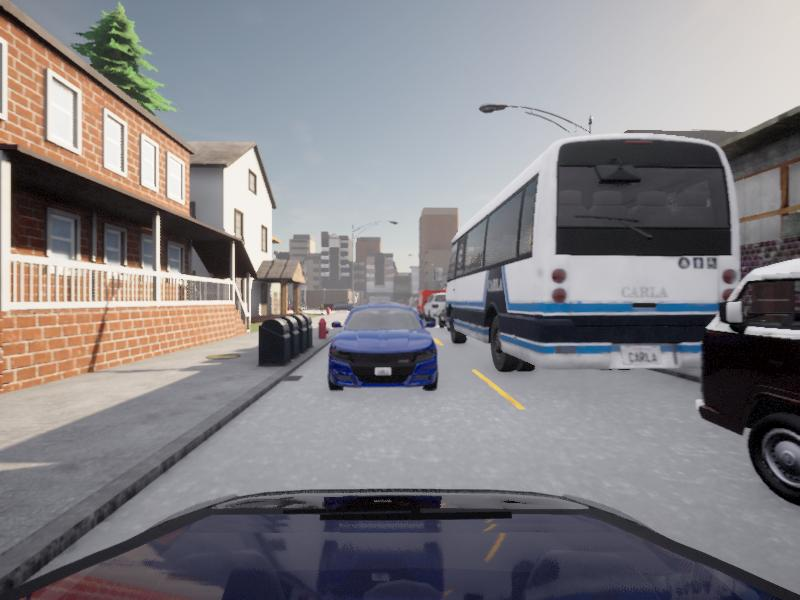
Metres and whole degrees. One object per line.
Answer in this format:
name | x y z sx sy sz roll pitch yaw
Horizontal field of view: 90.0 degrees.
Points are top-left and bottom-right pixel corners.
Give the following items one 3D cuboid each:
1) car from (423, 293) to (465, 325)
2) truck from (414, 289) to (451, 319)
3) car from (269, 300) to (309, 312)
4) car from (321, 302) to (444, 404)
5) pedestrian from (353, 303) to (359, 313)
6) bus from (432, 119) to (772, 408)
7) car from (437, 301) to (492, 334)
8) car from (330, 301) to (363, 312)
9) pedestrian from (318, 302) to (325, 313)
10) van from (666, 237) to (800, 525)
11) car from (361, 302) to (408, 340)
car | 2.974 0.565 28.289 2.150 2.045 5.566 0 0 -2
truck | 2.799 0.352 35.754 2.627 2.467 5.204 0 0 -4
car | -14.937 0.770 53.968 4.856 1.649 2.033 0 0 -2
car | -0.348 0.822 8.648 1.882 1.535 5.008 0 0 -2
pedestrian | -4.953 0.899 45.128 0.500 1.100 0.500 0 0 16
bus | 3.446 -0.535 11.085 3.944 4.253 10.273 0 0 -2
car | 3.216 0.826 21.011 2.007 1.525 4.514 0 0 -2
car | -7.232 0.847 54.069 4.193 1.474 1.816 0 0 2
pedestrian | -8.087 0.781 41.459 0.500 1.100 0.500 0 0 35
van | 3.892 0.572 1.981 2.069 2.038 4.480 0 0 -2
car | -0.695 0.843 18.307 1.837 1.490 4.892 0 0 -2
